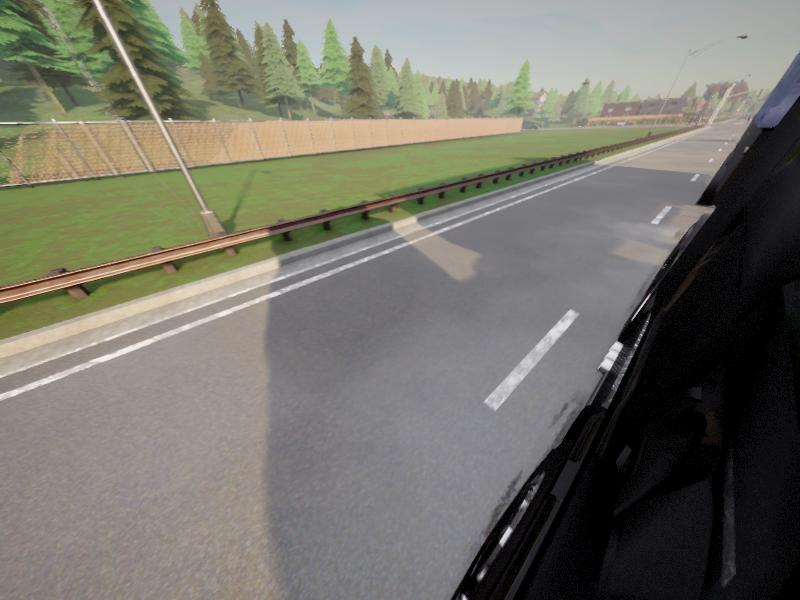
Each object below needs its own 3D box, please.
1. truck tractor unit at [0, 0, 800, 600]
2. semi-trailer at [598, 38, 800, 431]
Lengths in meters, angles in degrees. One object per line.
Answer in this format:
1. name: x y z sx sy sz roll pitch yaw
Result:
1. truck tractor unit: 2.645 -0.295 0.351 6.516 4.208 3.053 -28 44 -30
2. semi-trailer: 8.699 -3.586 4.251 14.254 4.402 2.717 -28 43 -30
